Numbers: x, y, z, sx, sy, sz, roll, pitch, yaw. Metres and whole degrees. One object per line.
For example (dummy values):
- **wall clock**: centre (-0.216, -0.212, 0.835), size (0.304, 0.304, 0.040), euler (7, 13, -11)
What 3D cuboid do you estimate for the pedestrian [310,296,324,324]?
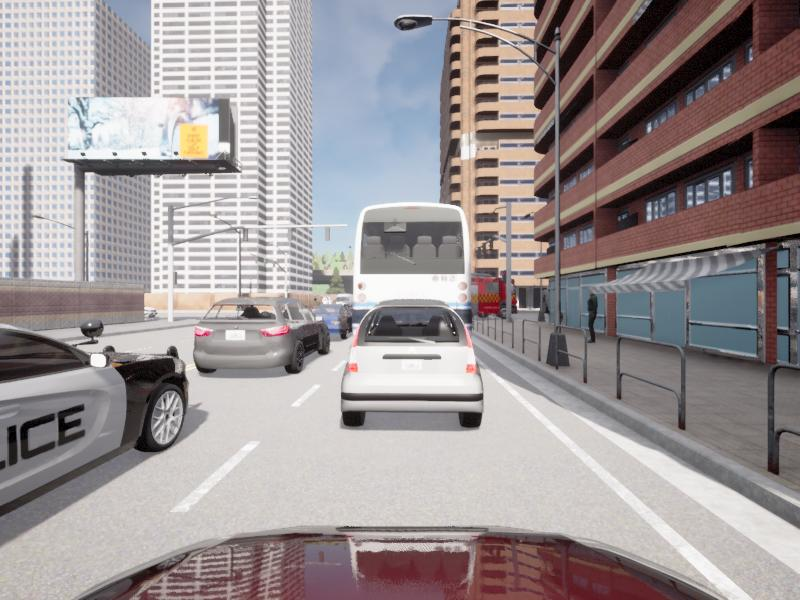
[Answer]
- **pedestrian**: centre (-5.578, 0.637, 26.806), size (0.751, 1.860, 0.751), euler (0, 0, 3)

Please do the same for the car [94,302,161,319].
- **car**: centre (-23.788, 0.870, 35.048), size (4.674, 1.442, 1.812), euler (0, 0, 2)

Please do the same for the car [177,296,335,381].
- **car**: centre (-3.202, 0.756, 10.151), size (2.242, 1.667, 4.611), euler (0, 0, 2)

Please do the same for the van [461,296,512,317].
- **van**: centre (8.010, 0.598, 37.506), size (4.442, 1.987, 1.775), euler (0, 0, 2)

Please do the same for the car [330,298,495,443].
- **car**: centre (0.191, 0.788, 6.481), size (1.851, 1.617, 3.988), euler (0, 0, 2)

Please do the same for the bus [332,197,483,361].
- **bus**: centre (0.342, -0.534, 15.571), size (3.944, 4.253, 10.273), euler (0, 0, 2)

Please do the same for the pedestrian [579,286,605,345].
- **pedestrian**: centre (6.301, 0.485, 13.152), size (0.751, 1.860, 0.751), euler (0, 0, 26)

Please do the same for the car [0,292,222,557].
- **car**: centre (-3.426, 0.771, 2.773), size (1.930, 1.638, 5.238), euler (0, 0, 2)

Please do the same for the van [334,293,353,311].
- **van**: centre (-8.660, 0.322, 61.725), size (1.988, 2.561, 5.915), euler (0, 0, 2)

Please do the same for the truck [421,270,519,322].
- **truck**: centre (5.943, -0.321, 33.007), size (8.468, 3.827, 2.891), euler (0, 0, -36)

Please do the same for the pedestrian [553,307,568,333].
- **pedestrian**: centre (7.119, 0.882, 17.773), size (0.500, 1.100, 0.500), euler (0, 0, 5)

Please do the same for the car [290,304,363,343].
- **car**: centre (-2.979, 0.895, 17.527), size (2.033, 1.411, 5.357), euler (0, 0, 2)
